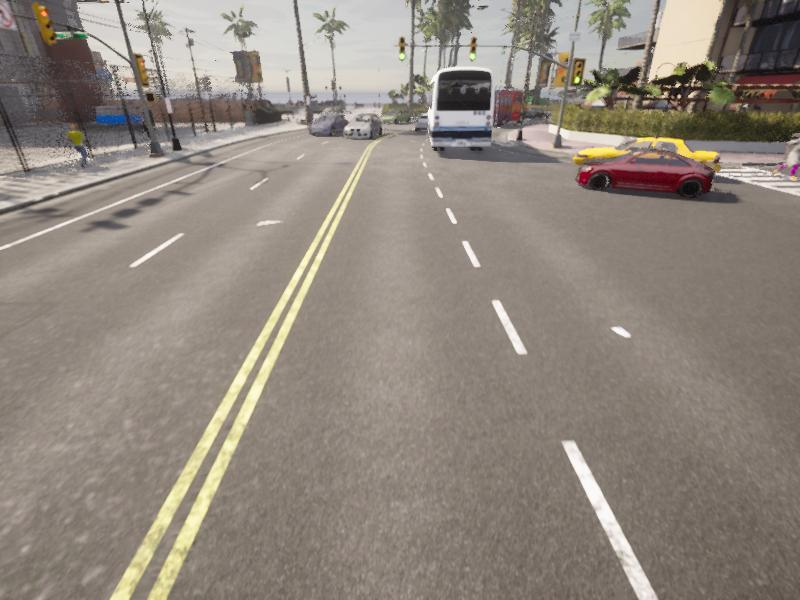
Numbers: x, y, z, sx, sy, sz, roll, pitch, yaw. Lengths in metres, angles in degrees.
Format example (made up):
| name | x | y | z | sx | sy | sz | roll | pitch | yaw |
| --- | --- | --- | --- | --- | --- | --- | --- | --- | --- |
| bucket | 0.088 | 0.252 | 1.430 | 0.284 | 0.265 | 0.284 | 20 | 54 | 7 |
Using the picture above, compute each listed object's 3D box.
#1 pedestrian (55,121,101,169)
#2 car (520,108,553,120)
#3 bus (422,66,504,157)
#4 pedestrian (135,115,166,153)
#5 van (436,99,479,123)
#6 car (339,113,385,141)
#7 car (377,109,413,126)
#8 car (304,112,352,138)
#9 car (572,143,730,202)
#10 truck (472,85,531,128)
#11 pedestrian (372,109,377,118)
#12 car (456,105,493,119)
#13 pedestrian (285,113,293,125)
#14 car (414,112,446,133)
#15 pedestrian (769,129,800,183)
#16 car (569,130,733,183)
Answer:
| name | x | y | z | sx | sy | sz | roll | pitch | yaw |
| --- | --- | --- | --- | --- | --- | --- | --- | --- | --- |
| pedestrian | -13.651 | -6.589 | 17.028 | 0.751 | 1.860 | 0.751 | -1 | 27 | -2 |
| car | 18.566 | -25.311 | 54.374 | 4.181 | 1.385 | 1.994 | -17 | 32 | -30 |
| bus | 3.390 | -11.968 | 25.264 | 3.944 | 4.253 | 10.273 | 1 | 27 | 2 |
| pedestrian | -13.664 | -9.126 | 21.963 | 0.751 | 1.860 | 0.751 | -1 | 27 | -2 |
| van | 7.160 | -23.437 | 49.449 | 1.988 | 2.561 | 5.915 | 22 | 35 | 37 |
| car | -2.825 | -13.454 | 30.975 | 2.242 | 1.667 | 4.611 | 5 | 28 | 10 |
| car | -0.492 | -20.753 | 45.335 | 2.007 | 1.525 | 4.514 | 15 | 31 | 27 |
| car | -5.837 | -14.540 | 33.136 | 2.033 | 1.649 | 4.856 | 7 | 28 | 13 |
| car | 8.457 | -4.531 | 13.948 | 4.181 | 1.385 | 1.994 | 13 | 30 | 23 |
| truck | 11.272 | -21.326 | 43.935 | 2.891 | 3.827 | 8.468 | 18 | 32 | 31 |
| pedestrian | -3.541 | -25.892 | 55.412 | 0.500 | 1.100 | 0.500 | 20 | 33 | 33 |
| car | 10.638 | -26.728 | 56.853 | 5.027 | 1.651 | 2.152 | -20 | 33 | -33 |
| pedestrian | -11.777 | -19.147 | 42.292 | 0.500 | 1.100 | 0.500 | 8 | 28 | 14 |
| car | 2.806 | -16.569 | 37.248 | 1.970 | 1.475 | 3.806 | 9 | 29 | 18 |
| pedestrian | 15.100 | -5.475 | 15.191 | 0.751 | 1.860 | 0.751 | -2 | 27 | -5 |
| car | 10.201 | -6.103 | 16.772 | 5.366 | 1.575 | 1.801 | 13 | 30 | 24 |
